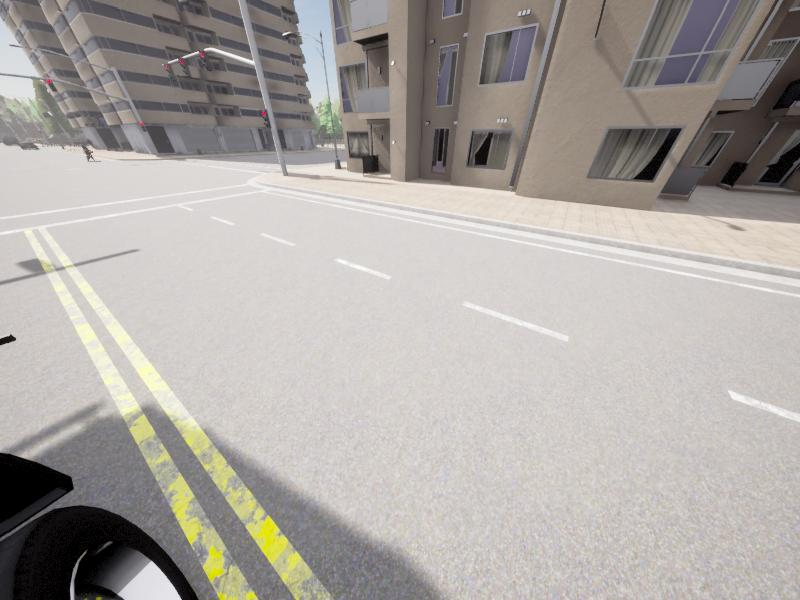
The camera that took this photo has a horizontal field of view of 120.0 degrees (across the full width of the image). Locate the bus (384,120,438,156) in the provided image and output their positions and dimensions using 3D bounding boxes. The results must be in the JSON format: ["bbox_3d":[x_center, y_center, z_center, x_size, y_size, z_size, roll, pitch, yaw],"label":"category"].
[{"bbox_3d":[2.068,-26.736,38.196,3.944,4.253,10.273,21,40,26],"label":"bus"}]

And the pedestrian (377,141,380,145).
[{"bbox_3d":[-6.536,-48.172,70.899,0.500,1.100,0.500,22,41,28],"label":"pedestrian"}]

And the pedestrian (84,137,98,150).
[{"bbox_3d":[-56.097,-28.415,41.927,0.751,1.860,0.751,23,41,29],"label":"pedestrian"}]

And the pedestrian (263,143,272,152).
[{"bbox_3d":[-21.493,-24.767,37.488,0.751,1.300,0.751,21,40,27],"label":"pedestrian"}]

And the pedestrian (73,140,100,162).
[{"bbox_3d":[-32.145,-15.275,23.711,0.751,1.860,0.751,20,40,26],"label":"pedestrian"}]

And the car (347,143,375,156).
[{"bbox_3d":[-5.709,-22.314,34.270,1.970,1.475,3.806,21,40,26],"label":"car"}]

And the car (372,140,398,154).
[{"bbox_3d":[-2.427,-25.372,38.287,1.932,1.855,4.605,21,40,26],"label":"car"}]

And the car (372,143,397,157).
[{"bbox_3d":[-2.204,-21.720,33.407,1.845,1.501,3.633,21,40,26],"label":"car"}]

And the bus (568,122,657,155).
[{"bbox_3d":[36.233,-28.012,40.156,10.273,4.253,3.944,24,41,30],"label":"bus"}]
